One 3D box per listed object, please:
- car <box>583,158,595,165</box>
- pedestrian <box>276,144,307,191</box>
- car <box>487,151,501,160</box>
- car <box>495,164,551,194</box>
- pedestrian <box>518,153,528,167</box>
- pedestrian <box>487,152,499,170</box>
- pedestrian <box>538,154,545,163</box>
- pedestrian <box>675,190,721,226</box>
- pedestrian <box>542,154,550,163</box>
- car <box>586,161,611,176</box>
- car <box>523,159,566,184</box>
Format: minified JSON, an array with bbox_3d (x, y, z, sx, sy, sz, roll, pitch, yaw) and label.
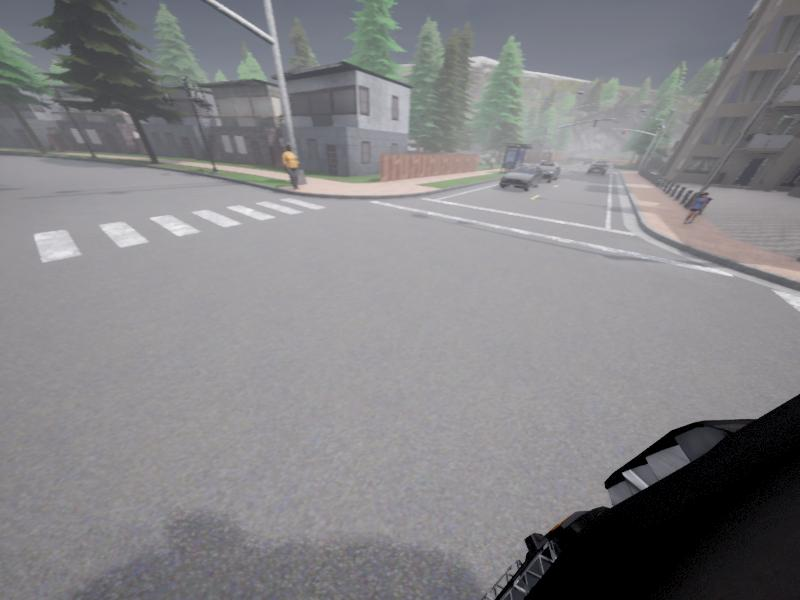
[{"bbox_3d":[49.114,-36.029,60.097,1.789,1.549,3.705,25,40,30],"label":"car"},{"bbox_3d":[-5.097,-6.262,10.936,0.751,1.860,0.751,30,42,35],"label":"pedestrian"},{"bbox_3d":[25.856,-39.911,63.718,1.932,1.855,4.605,24,39,29],"label":"car"},{"bbox_3d":[8.888,-8.784,16.492,2.033,1.411,5.357,25,40,30],"label":"car"},{"bbox_3d":[19.621,-22.275,36.768,0.751,1.860,0.751,23,39,27],"label":"pedestrian"},{"bbox_3d":[11.176,-16.719,27.826,0.751,1.860,0.751,26,40,30],"label":"pedestrian"},{"bbox_3d":[33.988,-33.964,55.322,0.751,1.860,0.751,24,39,28],"label":"pedestrian"},{"bbox_3d":[10.785,-3.341,8.403,0.500,1.100,0.500,25,39,29],"label":"pedestrian"},{"bbox_3d":[34.357,-33.371,54.460,0.751,1.860,0.751,1,34,-2],"label":"pedestrian"},{"bbox_3d":[27.004,-17.929,31.386,2.038,1.542,4.974,25,40,30],"label":"car"},{"bbox_3d":[13.372,-11.905,21.289,2.152,1.651,5.027,25,40,30],"label":"car"}]
